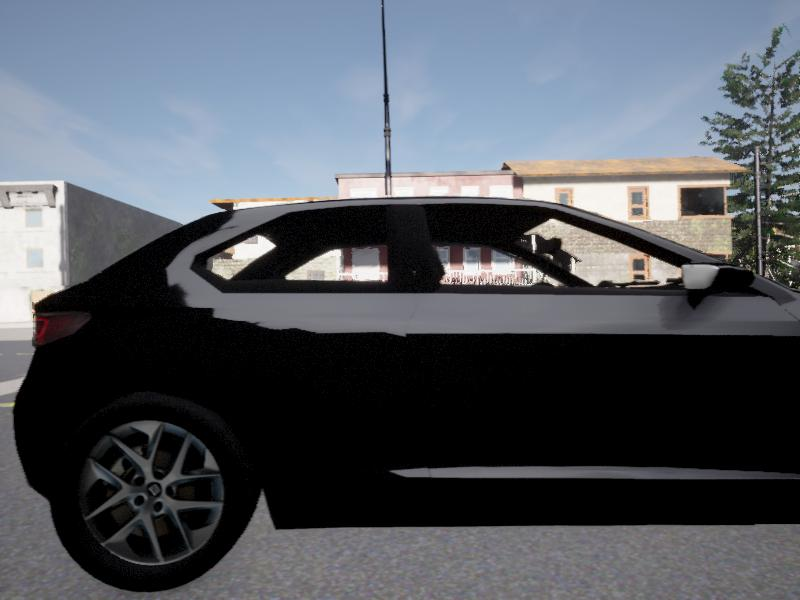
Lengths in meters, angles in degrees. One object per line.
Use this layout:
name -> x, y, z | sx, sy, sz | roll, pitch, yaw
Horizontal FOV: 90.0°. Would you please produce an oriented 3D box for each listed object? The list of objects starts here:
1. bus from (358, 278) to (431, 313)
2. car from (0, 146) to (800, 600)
bus -> -0.981, -0.526, 54.479 | 3.944, 4.253, 10.273 | -1, 0, -44
car -> 0.569, 0.254, 2.194 | 4.193, 1.474, 1.816 | 0, 0, -1
